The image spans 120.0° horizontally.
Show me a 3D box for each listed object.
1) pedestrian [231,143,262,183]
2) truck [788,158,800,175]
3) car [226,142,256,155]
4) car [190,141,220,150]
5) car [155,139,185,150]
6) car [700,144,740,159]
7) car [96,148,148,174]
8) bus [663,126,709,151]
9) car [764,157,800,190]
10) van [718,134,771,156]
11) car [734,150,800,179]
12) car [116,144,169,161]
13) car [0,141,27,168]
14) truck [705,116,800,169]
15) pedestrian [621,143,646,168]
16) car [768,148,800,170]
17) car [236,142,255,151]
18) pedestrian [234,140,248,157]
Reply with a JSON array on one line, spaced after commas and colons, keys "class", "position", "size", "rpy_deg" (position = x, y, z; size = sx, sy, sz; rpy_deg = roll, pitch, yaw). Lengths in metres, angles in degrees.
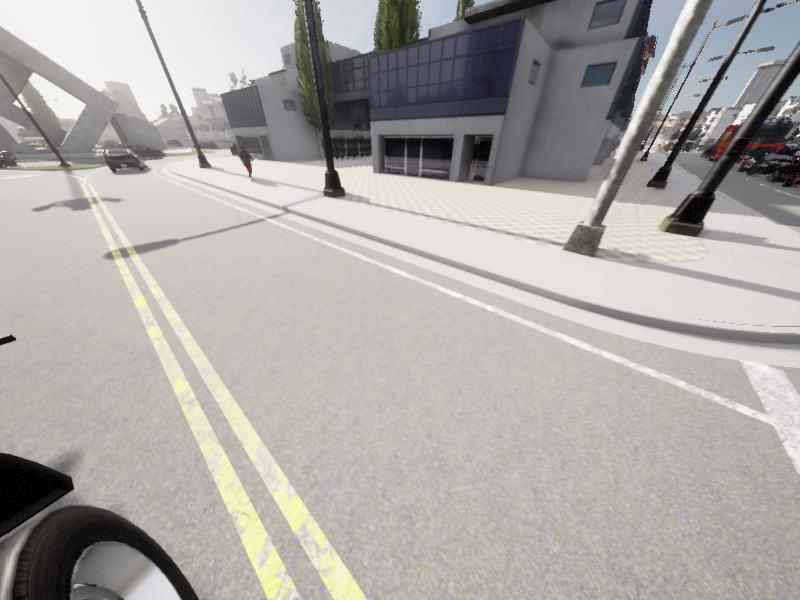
[{"class": "pedestrian", "position": [-8.661, -7.753, 13.087], "size": [0.751, 1.860, 0.751], "rpy_deg": [-28, 44, -35]}, {"class": "truck", "position": [31.558, -10.054, 15.197], "size": [2.891, 3.827, 8.468], "rpy_deg": [25, 43, 31]}, {"class": "car", "position": [-26.284, -25.236, 38.497], "size": [1.930, 1.638, 5.238], "rpy_deg": [-3, 35, -5]}, {"class": "car", "position": [-45.910, -36.418, 54.420], "size": [4.611, 1.667, 2.242], "rpy_deg": [-2, 35, -4]}, {"class": "car", "position": [-50.804, -34.423, 51.195], "size": [3.866, 1.878, 1.905], "rpy_deg": [-7, 36, -11]}, {"class": "car", "position": [40.599, -18.949, 29.445], "size": [1.994, 1.385, 4.181], "rpy_deg": [25, 43, 31]}, {"class": "car", "position": [-22.484, -11.485, 18.900], "size": [1.837, 1.490, 4.892], "rpy_deg": [-25, 42, -31]}, {"class": "bus", "position": [63.862, -36.070, 51.948], "size": [3.944, 4.253, 10.273], "rpy_deg": [25, 41, 31]}, {"class": "car", "position": [25.032, -7.697, 14.033], "size": [1.994, 1.385, 4.181], "rpy_deg": [26, 43, 32]}, {"class": "van", "position": [49.492, -22.514, 33.464], "size": [2.351, 2.431, 6.366], "rpy_deg": [25, 42, 31]}, {"class": "car", "position": [29.405, -10.890, 18.348], "size": [2.038, 1.542, 4.974], "rpy_deg": [26, 43, 31]}, {"class": "car", "position": [-31.264, -18.062, 28.216], "size": [1.845, 1.501, 3.633], "rpy_deg": [18, 39, 23]}, {"class": "car", "position": [-36.125, -12.086, 19.252], "size": [4.605, 1.855, 1.932], "rpy_deg": [-19, 39, -26]}, {"class": "truck", "position": [35.051, -15.907, 23.275], "size": [2.891, 3.827, 8.468], "rpy_deg": [25, 43, 31]}, {"class": "pedestrian", "position": [20.931, -12.963, 20.727], "size": [0.751, 1.860, 0.751], "rpy_deg": [17, 38, 23]}, {"class": "car", "position": [37.019, -13.077, 21.375], "size": [1.812, 1.442, 4.674], "rpy_deg": [26, 43, 31]}, {"class": "car", "position": [-33.042, -32.756, 49.290], "size": [3.705, 1.549, 1.789], "rpy_deg": [25, 42, 31]}, {"class": "pedestrian", "position": [-21.127, -20.090, 30.686], "size": [0.751, 1.860, 0.751], "rpy_deg": [11, 36, 14]}]
